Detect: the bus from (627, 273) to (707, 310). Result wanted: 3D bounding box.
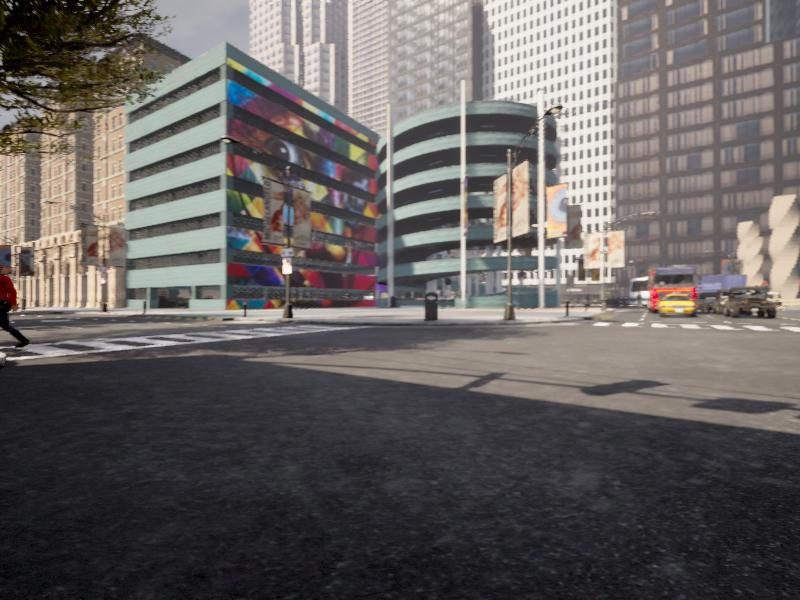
[{"bbox_3d":[33.492,-0.993,50.993,3.944,4.253,10.273,1,0,4],"label":"bus"}]

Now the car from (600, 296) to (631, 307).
[{"bbox_3d":[35.490,0.235,66.105,1.932,1.855,4.605,0,0,-15],"label":"car"}]

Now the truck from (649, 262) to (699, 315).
[{"bbox_3d":[22.574,-0.828,33.329,2.891,3.827,8.468,0,0,31],"label":"truck"}]

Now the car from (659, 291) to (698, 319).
[{"bbox_3d":[17.628,0.273,25.492,1.801,1.575,5.366,0,0,32],"label":"car"}]

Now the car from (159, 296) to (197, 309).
[{"bbox_3d":[-27.633,0.322,49.741,4.786,1.482,2.161,0,0,32],"label":"car"}]

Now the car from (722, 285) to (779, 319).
[{"bbox_3d":[20.621,0.111,23.698,1.905,1.878,3.866,0,0,32],"label":"car"}]

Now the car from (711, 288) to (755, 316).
[{"bbox_3d":[23.756,0.124,28.678,1.905,1.878,3.866,0,0,32],"label":"car"}]

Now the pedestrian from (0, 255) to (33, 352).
[{"bbox_3d":[-8.017,0.069,8.004,0.751,1.860,0.751,0,0,25],"label":"pedestrian"}]

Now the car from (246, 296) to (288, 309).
[{"bbox_3d":[-15.636,0.269,47.024,4.902,1.511,2.128,0,0,32],"label":"car"}]

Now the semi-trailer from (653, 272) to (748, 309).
[{"bbox_3d":[39.876,-1.081,54.152,2.717,4.402,14.254,1,0,3],"label":"semi-trailer"}]
